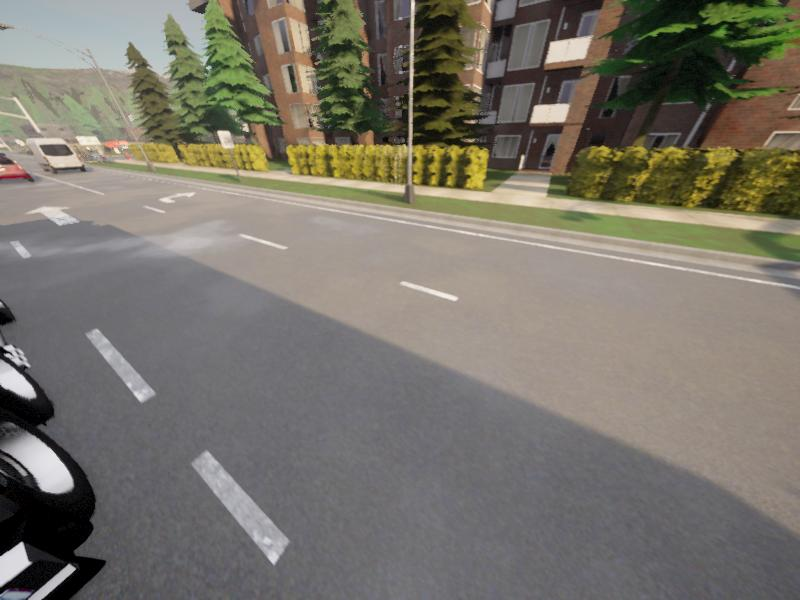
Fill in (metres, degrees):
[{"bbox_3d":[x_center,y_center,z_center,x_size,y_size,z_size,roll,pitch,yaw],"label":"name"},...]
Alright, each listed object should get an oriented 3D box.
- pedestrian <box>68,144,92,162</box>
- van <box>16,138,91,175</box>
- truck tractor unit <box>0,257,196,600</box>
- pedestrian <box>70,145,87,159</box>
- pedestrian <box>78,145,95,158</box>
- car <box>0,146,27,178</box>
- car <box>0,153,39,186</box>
[{"bbox_3d":[-39.526,-18.156,28.542,0.751,1.860,0.751,14,37,20],"label":"pedestrian"},{"bbox_3d":[-30.957,-12.909,20.650,5.915,2.561,1.988,18,39,25],"label":"van"},{"bbox_3d":[-5.103,-0.308,0.800,6.516,4.208,3.053,19,39,25],"label":"truck tractor unit"},{"bbox_3d":[-51.951,-23.994,37.350,0.751,1.860,0.751,20,40,26],"label":"pedestrian"},{"bbox_3d":[-51.187,-24.248,37.711,0.751,1.860,0.751,21,40,28],"label":"pedestrian"},{"bbox_3d":[-33.198,-11.130,18.540,5.566,2.045,2.150,19,39,25],"label":"car"},{"bbox_3d":[-27.074,-8.888,15.643,3.988,1.617,1.851,19,39,25],"label":"car"}]
